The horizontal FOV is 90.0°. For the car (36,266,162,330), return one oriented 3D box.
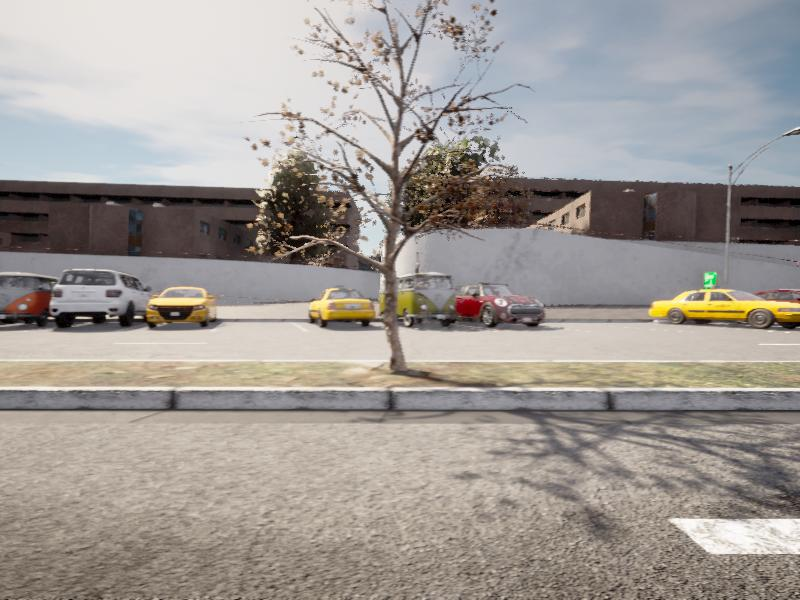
[{"bbox_3d":[-11.331,-0.023,15.707,2.435,2.045,5.566,0,-1,-20],"label":"car"}]

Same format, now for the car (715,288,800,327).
[{"bbox_3d":[15.487,0.290,15.616,2.002,1.452,4.674,1,-1,-20],"label":"car"}]

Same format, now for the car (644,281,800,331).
[{"bbox_3d":[12.573,0.241,15.448,1.946,1.575,5.366,1,-1,-20],"label":"car"}]

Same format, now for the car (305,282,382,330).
[{"bbox_3d":[-2.452,0.228,15.831,1.946,1.575,5.366,0,-1,-20],"label":"car"}]

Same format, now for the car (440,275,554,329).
[{"bbox_3d":[3.564,0.111,15.675,2.185,1.767,4.553,1,-1,-20],"label":"car"}]

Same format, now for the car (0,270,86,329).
[{"bbox_3d":[-14.254,0.012,15.581,1.878,1.987,4.442,0,-1,-20],"label":"car"}]

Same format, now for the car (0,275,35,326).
[{"bbox_3d":[-17.256,0.003,15.672,2.435,2.045,5.566,0,-1,-20],"label":"car"}]

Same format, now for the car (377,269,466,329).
[{"bbox_3d":[0.638,0.005,15.546,1.878,1.987,4.442,1,-1,-20],"label":"car"}]

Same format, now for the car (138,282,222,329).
[{"bbox_3d":[-8.339,0.225,15.677,2.097,1.535,5.008,1,-1,-20],"label":"car"}]

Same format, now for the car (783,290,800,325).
[{"bbox_3d":[18.461,0.294,15.602,2.002,1.452,4.674,0,-1,-20],"label":"car"}]
